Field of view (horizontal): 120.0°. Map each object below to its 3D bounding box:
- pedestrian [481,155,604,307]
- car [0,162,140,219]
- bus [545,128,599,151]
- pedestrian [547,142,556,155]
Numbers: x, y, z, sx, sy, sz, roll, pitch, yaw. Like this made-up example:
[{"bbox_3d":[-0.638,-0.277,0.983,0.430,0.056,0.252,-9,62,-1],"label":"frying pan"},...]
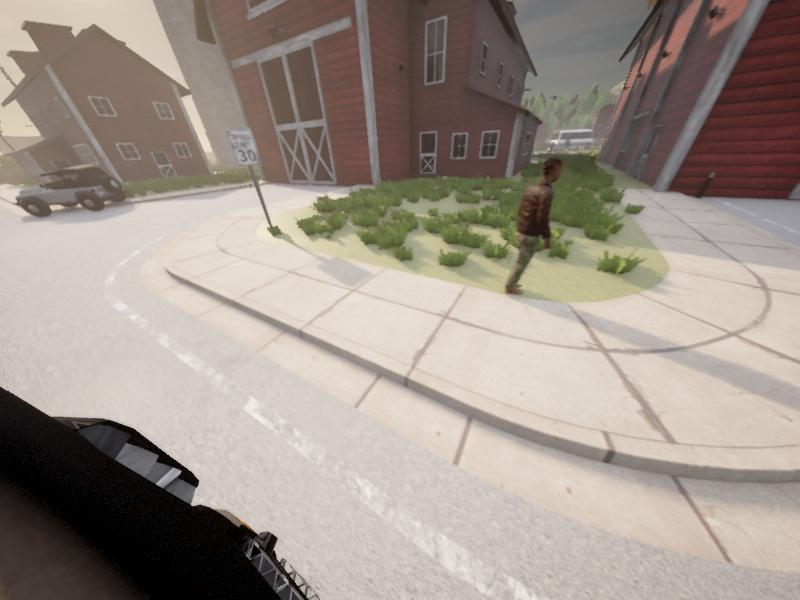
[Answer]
[{"bbox_3d":[1.762,-0.894,3.207,0.751,1.860,0.751,-2,33,1],"label":"pedestrian"},{"bbox_3d":[-16.683,-5.605,11.711,3.866,1.878,1.905,-10,40,-8],"label":"car"},{"bbox_3d":[44.369,-41.447,59.834,10.273,4.253,3.944,-7,34,-6],"label":"bus"},{"bbox_3d":[25.959,-26.000,39.595,0.751,1.860,0.751,15,37,25],"label":"pedestrian"}]
